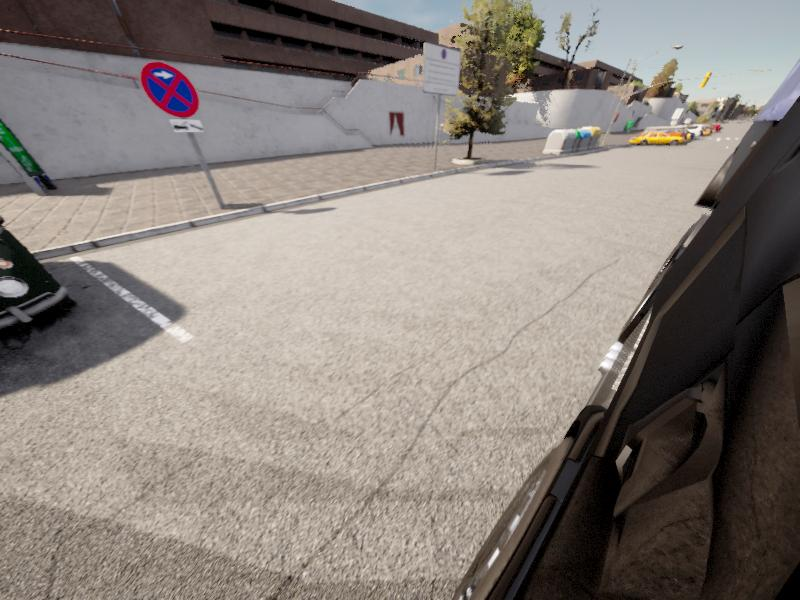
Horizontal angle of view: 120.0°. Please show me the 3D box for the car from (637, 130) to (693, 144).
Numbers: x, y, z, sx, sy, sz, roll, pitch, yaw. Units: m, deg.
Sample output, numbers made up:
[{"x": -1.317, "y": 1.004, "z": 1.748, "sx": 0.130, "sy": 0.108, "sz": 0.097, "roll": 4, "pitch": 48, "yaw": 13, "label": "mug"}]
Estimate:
[{"x": 37.699, "y": -23.314, "z": 33.063, "sx": 4.792, "sy": 1.488, "sz": 2.163, "roll": 17, "pitch": 40, "yaw": 25, "label": "car"}]

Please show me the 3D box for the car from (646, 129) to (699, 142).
[{"x": 42.295, "y": -25.674, "z": 36.070, "sx": 4.892, "sy": 1.521, "sz": 2.231, "roll": 17, "pitch": 40, "yaw": 25, "label": "car"}]

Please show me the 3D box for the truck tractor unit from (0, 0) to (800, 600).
[{"x": 2.645, "y": -0.295, "z": 0.352, "sx": 6.516, "sy": 4.208, "sz": 3.053, "roll": -28, "pitch": 44, "yaw": -30, "label": "truck tractor unit"}]

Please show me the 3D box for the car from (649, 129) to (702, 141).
[{"x": 44.572, "y": -26.853, "z": 37.598, "sx": 5.008, "sy": 1.535, "sz": 2.097, "roll": 18, "pitch": 40, "yaw": 25, "label": "car"}]

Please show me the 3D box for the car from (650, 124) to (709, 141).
[{"x": 46.822, "y": -28.228, "z": 38.976, "sx": 5.566, "sy": 2.045, "sz": 2.435, "roll": 17, "pitch": 40, "yaw": 25, "label": "car"}]

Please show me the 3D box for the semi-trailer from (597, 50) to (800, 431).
[{"x": 8.737, "y": -3.529, "z": 4.261, "sx": 14.254, "sy": 4.402, "sz": 2.717, "roll": -27, "pitch": 45, "yaw": -30, "label": "semi-trailer"}]

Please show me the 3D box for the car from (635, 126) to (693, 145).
[{"x": 35.538, "y": -22.311, "z": 31.339, "sx": 4.442, "sy": 1.987, "sz": 1.878, "roll": 17, "pitch": 40, "yaw": 25, "label": "car"}]

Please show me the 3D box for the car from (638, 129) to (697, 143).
[{"x": 39.846, "y": -24.558, "z": 34.629, "sx": 5.366, "sy": 1.575, "sz": 1.946, "roll": 17, "pitch": 40, "yaw": 25, "label": "car"}]

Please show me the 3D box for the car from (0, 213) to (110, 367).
[{"x": -6.773, "y": -0.609, "z": 3.172, "sx": 4.442, "sy": 1.987, "sz": 1.878, "roll": 17, "pitch": 41, "yaw": 25, "label": "car"}]

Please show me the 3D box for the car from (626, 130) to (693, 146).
[{"x": 33.320, "y": -20.938, "z": 29.923, "sx": 5.366, "sy": 1.575, "sz": 1.946, "roll": 17, "pitch": 40, "yaw": 25, "label": "car"}]
